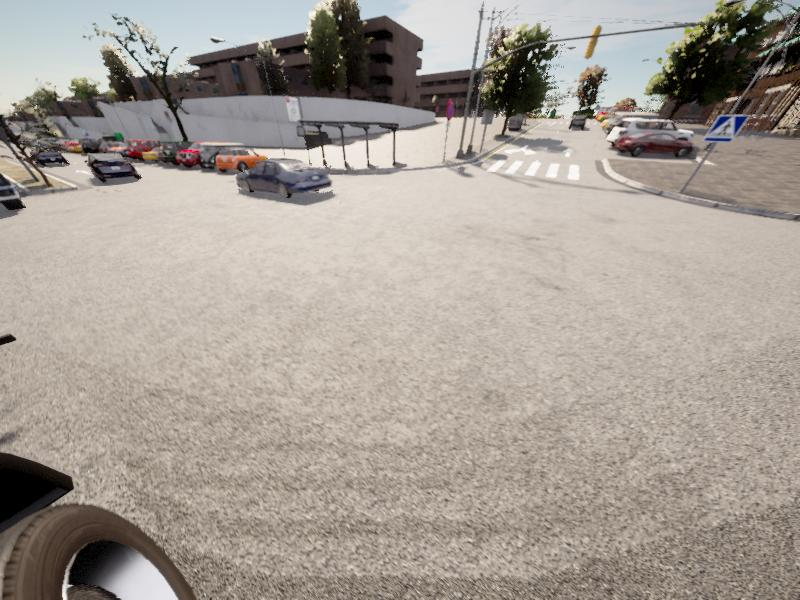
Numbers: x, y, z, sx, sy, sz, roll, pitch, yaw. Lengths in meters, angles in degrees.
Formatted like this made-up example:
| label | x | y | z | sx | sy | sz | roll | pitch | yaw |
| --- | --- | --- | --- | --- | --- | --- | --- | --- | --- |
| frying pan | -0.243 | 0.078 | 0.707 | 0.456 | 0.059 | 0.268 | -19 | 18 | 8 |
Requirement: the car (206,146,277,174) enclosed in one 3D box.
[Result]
| label | x | y | z | sx | sy | sz | roll | pitch | yaw |
| --- | --- | --- | --- | --- | --- | --- | --- | --- | --- |
| car | -13.170 | -12.022 | 19.673 | 2.185 | 1.767 | 4.553 | 7 | 35 | 9 |

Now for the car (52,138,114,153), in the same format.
| label | x | y | z | sx | sy | sz | roll | pitch | yaw |
| --- | --- | --- | --- | --- | --- | --- | --- | --- | --- |
| car | -54.263 | -26.629 | 39.830 | 2.435 | 2.045 | 5.566 | 7 | 35 | 9 |

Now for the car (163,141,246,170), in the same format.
| label | x | y | z | sx | sy | sz | roll | pitch | yaw |
| --- | --- | --- | --- | --- | --- | --- | --- | --- | --- |
| car | -18.277 | -13.985 | 22.174 | 2.435 | 2.045 | 5.566 | 7 | 35 | 9 |

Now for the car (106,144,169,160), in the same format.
| label | x | y | z | sx | sy | sz | roll | pitch | yaw |
| --- | --- | --- | --- | --- | --- | --- | --- | --- | --- |
| car | -33.694 | -19.264 | 29.912 | 2.231 | 1.521 | 4.892 | 7 | 35 | 9 |

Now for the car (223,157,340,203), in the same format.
| label | x | y | z | sx | sy | sz | roll | pitch | yaw |
| --- | --- | --- | --- | --- | --- | --- | --- | --- | --- |
| car | -5.549 | -5.732 | 10.736 | 5.357 | 1.411 | 2.033 | 19 | 40 | 28 |

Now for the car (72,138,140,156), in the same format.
| label | x | y | z | sx | sy | sz | roll | pitch | yaw |
| --- | --- | --- | --- | --- | --- | --- | --- | --- | --- |
| car | -43.983 | -23.090 | 34.822 | 2.435 | 2.045 | 5.566 | 6 | 35 | 9 |

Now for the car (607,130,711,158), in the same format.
| label | x | y | z | sx | sy | sz | roll | pitch | yaw |
| --- | --- | --- | --- | --- | --- | --- | --- | --- | --- |
| car | 18.902 | -11.607 | 17.140 | 4.674 | 1.452 | 2.002 | 7 | 41 | 9 |

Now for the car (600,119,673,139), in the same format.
| label | x | y | z | sx | sy | sz | roll | pitch | yaw |
| --- | --- | --- | --- | --- | --- | --- | --- | --- | --- |
| car | 25.200 | -18.428 | 24.880 | 4.892 | 1.521 | 2.231 | 8 | 41 | 9 |

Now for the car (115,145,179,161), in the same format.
| label | x | y | z | sx | sy | sz | roll | pitch | yaw |
| --- | --- | --- | --- | --- | --- | --- | --- | --- | --- |
| car | -31.128 | -18.349 | 28.692 | 2.163 | 1.488 | 4.792 | 7 | 35 | 9 |

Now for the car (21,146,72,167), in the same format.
| label | x | y | z | sx | sy | sz | roll | pitch | yaw |
| --- | --- | --- | --- | --- | --- | --- | --- | --- | --- |
| car | -34.998 | -14.253 | 22.857 | 4.193 | 1.474 | 1.816 | 19 | 40 | 25 |

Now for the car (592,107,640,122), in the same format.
| label | x | y | z | sx | sy | sz | roll | pitch | yaw |
| --- | --- | --- | --- | --- | --- | --- | --- | --- | --- |
| car | 39.286 | -33.929 | 42.226 | 5.566 | 2.045 | 2.435 | 7 | 42 | 8 |

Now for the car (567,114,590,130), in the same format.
| label | x | y | z | sx | sy | sz | roll | pitch | yaw |
| --- | --- | --- | --- | --- | --- | --- | --- | --- | --- |
| car | 26.291 | -26.211 | 33.942 | 2.128 | 1.511 | 4.902 | 21 | 45 | 24 |

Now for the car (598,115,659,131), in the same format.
| label | x | y | z | sx | sy | sz | roll | pitch | yaw |
| --- | --- | --- | --- | --- | --- | --- | --- | --- | --- |
| car | 30.125 | -23.500 | 30.672 | 5.366 | 1.575 | 1.946 | 7 | 41 | 9 |

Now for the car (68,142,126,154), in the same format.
| label | x | y | z | sx | sy | sz | roll | pitch | yaw |
| --- | --- | --- | --- | --- | --- | --- | --- | --- | --- |
| car | -49.092 | -24.762 | 37.615 | 1.946 | 1.575 | 5.366 | 6 | 35 | 9 |

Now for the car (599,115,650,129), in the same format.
| label | x | y | z | sx | sy | sz | roll | pitch | yaw |
| --- | --- | --- | --- | --- | --- | --- | --- | --- | --- |
| car | 31.525 | -25.187 | 32.668 | 4.674 | 1.452 | 2.002 | 7 | 42 | 9 |

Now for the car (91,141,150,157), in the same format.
| label | x | y | z | sx | sy | sz | roll | pitch | yaw |
| --- | --- | --- | --- | --- | --- | --- | --- | --- | --- |
| car | -38.849 | -21.154 | 32.324 | 2.185 | 1.767 | 4.553 | 7 | 35 | 9 |

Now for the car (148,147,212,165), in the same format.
| label | x | y | z | sx | sy | sz | roll | pitch | yaw |
| --- | --- | --- | --- | --- | --- | --- | --- | --- | --- |
| car | -23.422 | -15.594 | 24.897 | 2.002 | 1.452 | 4.674 | 7 | 35 | 9 |

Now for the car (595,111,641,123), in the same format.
| label | x | y | z | sx | sy | sz | roll | pitch | yaw |
| --- | --- | --- | --- | --- | --- | --- | --- | --- | --- |
| car | 37.949 | -32.008 | 40.403 | 5.366 | 1.575 | 1.946 | 7 | 41 | 8 |

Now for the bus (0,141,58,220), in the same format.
| label | x | y | z | sx | sy | sz | roll | pitch | yaw |
| --- | --- | --- | --- | --- | --- | --- | --- | --- | --- |
| bus | -18.958 | -5.858 | 8.746 | 10.273 | 4.253 | 3.944 | 20 | 40 | 25 |

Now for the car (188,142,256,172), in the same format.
| label | x | y | z | sx | sy | sz | roll | pitch | yaw |
| --- | --- | --- | --- | --- | --- | --- | --- | --- | --- |
| car | -15.734 | -12.991 | 20.839 | 1.878 | 1.987 | 4.442 | 7 | 35 | 9 |

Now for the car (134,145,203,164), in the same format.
| label | x | y | z | sx | sy | sz | roll | pitch | yaw |
| --- | --- | --- | --- | --- | --- | --- | --- | --- | --- |
| car | -25.953 | -16.646 | 26.287 | 1.946 | 1.575 | 5.366 | 7 | 35 | 9 |

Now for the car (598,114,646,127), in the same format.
| label | x | y | z | sx | sy | sz | roll | pitch | yaw |
| --- | --- | --- | --- | --- | --- | --- | --- | --- | --- |
| car | 33.090 | -26.894 | 34.620 | 4.674 | 1.452 | 2.002 | 7 | 41 | 9 |

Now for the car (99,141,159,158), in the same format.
| label | x | y | z | sx | sy | sz | roll | pitch | yaw |
| --- | --- | --- | --- | --- | --- | --- | --- | --- | --- |
| car | -36.259 | -20.287 | 31.117 | 2.185 | 1.767 | 4.553 | 7 | 35 | 9 |

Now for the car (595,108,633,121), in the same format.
| label | x | y | z | sx | sy | sz | roll | pitch | yaw |
| --- | --- | --- | --- | --- | --- | --- | --- | --- | --- |
| car | 40.834 | -35.565 | 44.289 | 4.553 | 1.767 | 2.185 | 7 | 41 | 8 |

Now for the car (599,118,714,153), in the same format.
| label | x | y | z | sx | sy | sz | roll | pitch | yaw |
| --- | --- | --- | --- | --- | --- | --- | --- | --- | --- |
| car | 20.499 | -13.525 | 18.890 | 5.566 | 2.045 | 2.435 | 7 | 41 | 9 |

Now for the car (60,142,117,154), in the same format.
| label | x | y | z | sx | sy | sz | roll | pitch | yaw |
| --- | --- | --- | --- | --- | --- | --- | --- | --- | --- |
| car | -51.727 | -25.447 | 38.576 | 1.946 | 1.575 | 5.366 | 7 | 35 | 9 |

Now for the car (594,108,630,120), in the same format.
| label | x | y | z | sx | sy | sz | roll | pitch | yaw |
| --- | --- | --- | --- | --- | --- | --- | --- | --- | --- |
| car | 42.411 | -37.235 | 46.256 | 4.553 | 1.767 | 2.185 | 7 | 39 | 7 |

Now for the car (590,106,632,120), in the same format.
| label | x | y | z | sx | sy | sz | roll | pitch | yaw |
| --- | --- | --- | --- | --- | --- | --- | --- | --- | --- |
| car | 43.860 | -38.934 | 48.190 | 5.566 | 2.045 | 2.435 | 8 | 37 | 8 |

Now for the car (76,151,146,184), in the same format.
| label | x | y | z | sx | sy | sz | roll | pitch | yaw |
| --- | --- | --- | --- | --- | --- | --- | --- | --- | --- |
| car | -19.851 | -9.203 | 15.872 | 4.792 | 1.488 | 2.163 | 25 | 42 | 31 |

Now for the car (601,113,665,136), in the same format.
| label | x | y | z | sx | sy | sz | roll | pitch | yaw |
| --- | --- | --- | --- | --- | --- | --- | --- | --- | --- |
| car | 26.668 | -20.304 | 26.682 | 4.442 | 1.987 | 1.878 | 7 | 42 | 9 |

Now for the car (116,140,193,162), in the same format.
| label | x | y | z | sx | sy | sz | roll | pitch | yaw |
| --- | --- | --- | --- | --- | --- | --- | --- | --- | --- |
| car | -28.552 | -17.672 | 27.276 | 2.435 | 2.045 | 5.566 | 7 | 35 | 9 |

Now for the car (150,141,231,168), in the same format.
| label | x | y | z | sx | sy | sz | roll | pitch | yaw |
| --- | --- | --- | --- | --- | --- | --- | --- | --- | --- |
| car | -20.842 | -14.937 | 23.492 | 2.435 | 2.045 | 5.566 | 7 | 35 | 9 |

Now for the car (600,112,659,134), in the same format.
| label | x | y | z | sx | sy | sz | roll | pitch | yaw |
| --- | --- | --- | --- | --- | --- | --- | --- | --- | --- |
| car | 28.247 | -22.006 | 28.627 | 4.442 | 1.987 | 1.878 | 8 | 42 | 9 |
